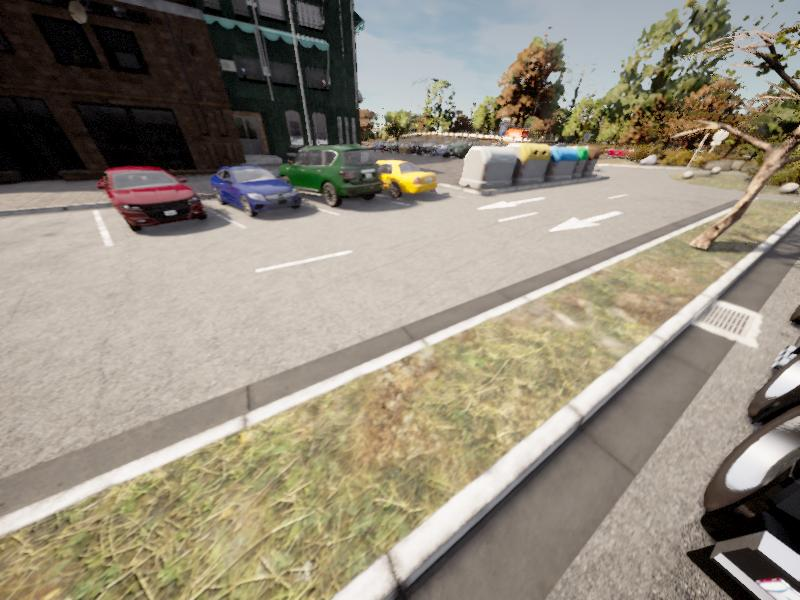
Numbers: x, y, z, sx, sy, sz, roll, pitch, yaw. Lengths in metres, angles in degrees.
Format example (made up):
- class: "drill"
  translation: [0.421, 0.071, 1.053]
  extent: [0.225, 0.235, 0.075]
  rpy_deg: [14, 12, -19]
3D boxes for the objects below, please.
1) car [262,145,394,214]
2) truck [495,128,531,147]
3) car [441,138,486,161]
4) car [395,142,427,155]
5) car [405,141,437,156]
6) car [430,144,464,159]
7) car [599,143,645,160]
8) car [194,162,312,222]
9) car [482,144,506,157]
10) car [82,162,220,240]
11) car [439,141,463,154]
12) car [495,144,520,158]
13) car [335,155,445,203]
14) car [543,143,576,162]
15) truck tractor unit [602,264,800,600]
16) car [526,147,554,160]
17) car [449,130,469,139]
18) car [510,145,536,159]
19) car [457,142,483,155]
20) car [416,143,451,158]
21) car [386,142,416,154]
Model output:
- class: "car"
  translation: [-3.194, -5.511, 10.080]
  extent: [5.566, 2.045, 2.435]
  rpy_deg: [25, 42, 32]
- class: "truck"
  translation: [21.918, -31.774, 45.079]
  extent: [2.627, 2.467, 5.204]
  rpy_deg: [-16, 43, -25]
- class: "car"
  translation: [7.453, -17.589, 26.978]
  extent: [2.435, 2.045, 5.566]
  rpy_deg: [27, 42, 32]
- class: "car"
  translation: [1.794, -23.396, 35.722]
  extent: [1.946, 1.575, 5.366]
  rpy_deg: [26, 42, 32]
- class: "car"
  translation: [3.104, -21.926, 33.398]
  extent: [2.185, 1.767, 4.553]
  rpy_deg: [26, 42, 32]
- class: "car"
  translation: [6.014, -18.842, 29.279]
  extent: [2.002, 1.452, 4.674]
  rpy_deg: [27, 42, 32]
- class: "car"
  translation: [31.012, -20.842, 32.452]
  extent: [1.851, 1.617, 3.988]
  rpy_deg: [-16, 41, -24]
- class: "car"
  translation: [-5.786, -4.412, 9.000]
  extent: [4.674, 1.452, 2.002]
  rpy_deg: [25, 41, 32]
- class: "car"
  translation: [17.058, -27.078, 41.834]
  extent: [2.185, 1.767, 4.553]
  rpy_deg: [27, 41, 32]
- class: "car"
  translation: [-8.413, -3.597, 7.740]
  extent: [5.008, 1.535, 2.097]
  rpy_deg: [25, 41, 32]
- class: "car"
  translation: [11.163, -33.228, 50.408]
  extent: [2.435, 2.045, 5.566]
  rpy_deg: [27, 40, 32]
- class: "car"
  translation: [18.542, -25.565, 39.672]
  extent: [2.185, 1.767, 4.553]
  rpy_deg: [27, 41, 31]
- class: "car"
  translation: [-0.687, -6.224, 11.541]
  extent: [5.366, 1.575, 1.946]
  rpy_deg: [25, 42, 32]
- class: "car"
  translation: [22.964, -21.139, 33.123]
  extent: [2.435, 2.045, 5.566]
  rpy_deg: [27, 40, 32]
- class: "truck tractor unit"
  translation: [5.109, -0.301, 0.789]
  extent: [6.516, 4.208, 3.053]
  rpy_deg: [-18, 39, -24]
- class: "car"
  translation: [21.473, -22.428, 35.404]
  extent: [2.231, 1.521, 4.892]
  rpy_deg: [27, 41, 31]
- class: "car"
  translation: [14.336, -40.154, 55.955]
  extent: [2.007, 1.525, 4.514]
  rpy_deg: [-16, 42, -25]
- class: "car"
  translation: [19.974, -24.032, 37.474]
  extent: [2.185, 1.767, 4.553]
  rpy_deg: [27, 40, 32]
- class: "car"
  translation: [14.079, -30.180, 46.047]
  extent: [2.435, 2.045, 5.566]
  rpy_deg: [27, 41, 32]
- class: "car"
  translation: [4.565, -20.352, 31.370]
  extent: [2.231, 1.521, 4.892]
  rpy_deg: [26, 42, 32]
- class: "car"
  translation: [0.235, -24.790, 37.715]
  extent: [2.231, 1.521, 4.892]
  rpy_deg: [27, 42, 32]
